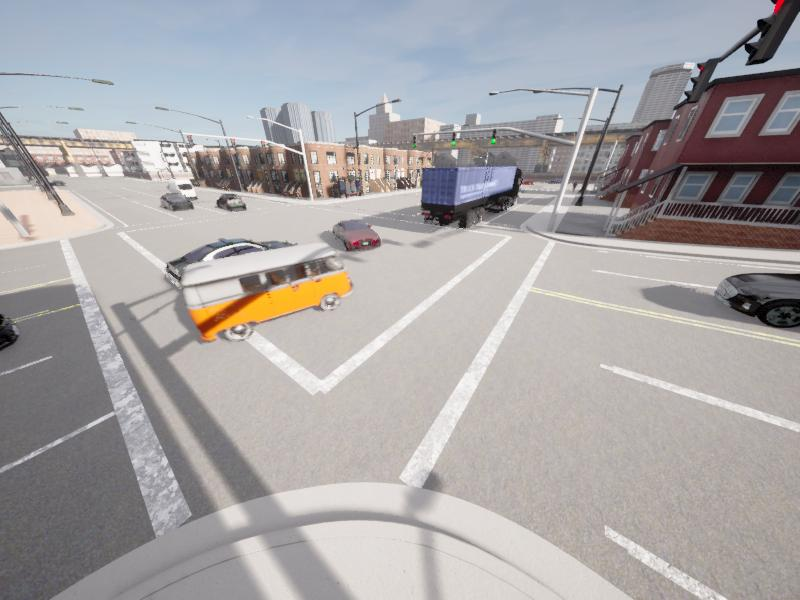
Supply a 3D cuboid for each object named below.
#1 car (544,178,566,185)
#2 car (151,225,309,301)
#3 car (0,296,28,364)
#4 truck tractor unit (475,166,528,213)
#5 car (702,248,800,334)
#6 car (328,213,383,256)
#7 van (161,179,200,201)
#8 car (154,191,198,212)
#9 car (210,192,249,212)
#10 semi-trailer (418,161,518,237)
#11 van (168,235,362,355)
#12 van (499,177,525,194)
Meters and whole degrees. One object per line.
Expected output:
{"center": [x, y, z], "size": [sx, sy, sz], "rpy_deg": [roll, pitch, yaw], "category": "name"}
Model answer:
{"center": [41.644, -31.889, 62.089], "size": [4.674, 1.442, 1.812], "rpy_deg": [20, 36, 31], "category": "car"}
{"center": [-6.922, -1.944, 10.137], "size": [2.038, 1.542, 4.974], "rpy_deg": [20, 36, 31], "category": "car"}
{"center": [-11.766, 1.277, 4.417], "size": [2.242, 1.667, 4.611], "rpy_deg": [20, 36, 31], "category": "car"}
{"center": [11.337, -12.546, 25.803], "size": [3.053, 4.208, 6.516], "rpy_deg": [20, 36, 31], "category": "truck tractor unit"}
{"center": [12.056, 0.004, 5.797], "size": [4.856, 1.649, 2.033], "rpy_deg": [15, 33, 33], "category": "car"}
{"center": [-2.807, -4.137, 14.093], "size": [1.994, 1.385, 4.181], "rpy_deg": [-15, 33, -24], "category": "car"}
{"center": [-32.161, -16.204, 33.827], "size": [5.915, 2.561, 1.988], "rpy_deg": [20, 36, 31], "category": "van"}
{"center": [-25.064, -11.054, 25.804], "size": [5.238, 1.638, 1.930], "rpy_deg": [20, 36, 31], "category": "car"}
{"center": [-18.877, -10.907, 25.584], "size": [3.988, 1.617, 1.851], "rpy_deg": [21, 36, 32], "category": "car"}
{"center": [6.645, -9.442, 20.235], "size": [2.717, 4.402, 14.254], "rpy_deg": [20, 36, 31], "category": "semi-trailer"}
{"center": [-3.649, -0.475, 7.139], "size": [4.442, 1.987, 1.775], "rpy_deg": [-20, 35, -31], "category": "van"}
{"center": [20.517, -20.931, 42.126], "size": [2.351, 2.431, 6.366], "rpy_deg": [20, 36, 31], "category": "van"}
